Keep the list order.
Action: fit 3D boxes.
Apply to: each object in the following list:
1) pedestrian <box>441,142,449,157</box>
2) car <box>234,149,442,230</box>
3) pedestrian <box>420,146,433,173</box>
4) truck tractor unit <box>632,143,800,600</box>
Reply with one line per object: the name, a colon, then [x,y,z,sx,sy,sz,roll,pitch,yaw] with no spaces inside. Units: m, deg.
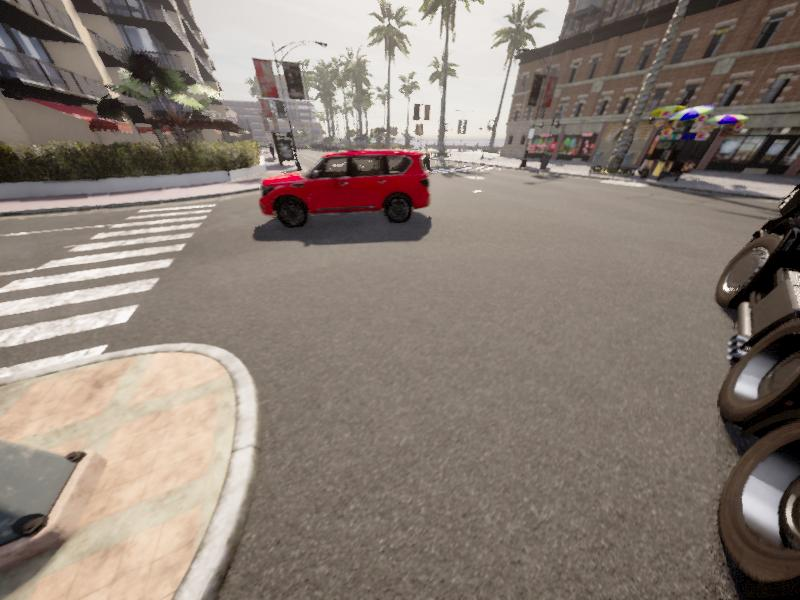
pedestrian: [7.097,-23.747,36.468,0.751,1.860,0.751,-21,40,-28]
car: [-1.708,-3.840,7.778,5.566,2.045,2.150,-5,35,-7]
pedestrian: [2.206,-11.774,19.394,0.751,1.860,0.751,-14,37,-20]
truck tractor unit: [4.889,-0.478,1.035,6.516,4.208,3.053,-27,43,-33]
